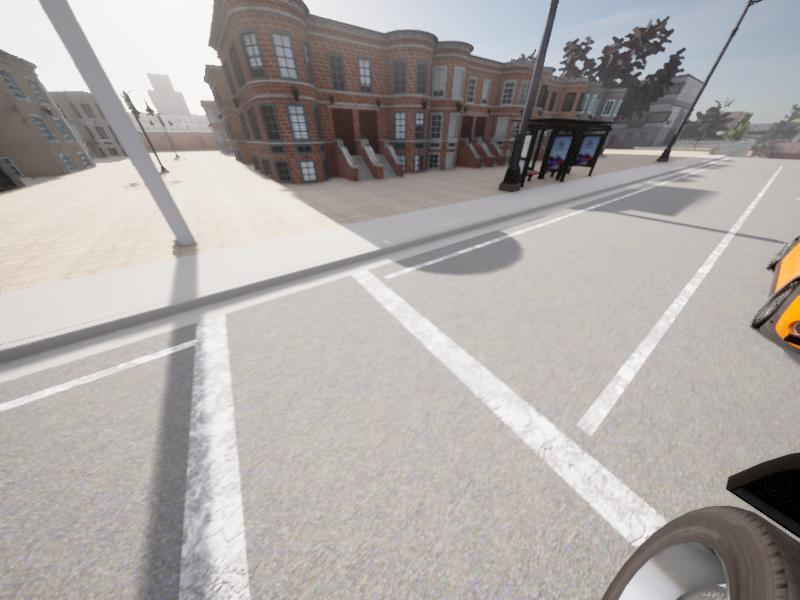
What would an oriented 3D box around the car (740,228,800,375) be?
[{"bbox_3d":[6.762,-0.336,2.775,4.553,1.767,2.097,-22,41,-28],"label":"car"}]
